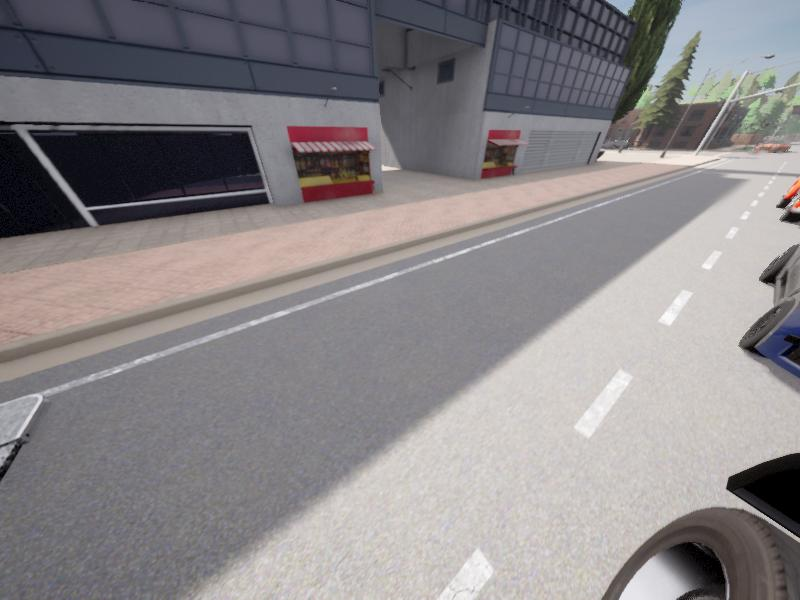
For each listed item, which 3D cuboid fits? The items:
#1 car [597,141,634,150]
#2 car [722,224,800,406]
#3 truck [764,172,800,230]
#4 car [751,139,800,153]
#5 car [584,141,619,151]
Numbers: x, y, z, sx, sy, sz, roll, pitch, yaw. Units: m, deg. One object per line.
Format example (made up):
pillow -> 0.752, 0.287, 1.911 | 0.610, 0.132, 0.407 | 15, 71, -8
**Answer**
car -> 43.052, -31.055, 46.331 | 2.163, 1.488, 4.792 | -22, 41, -28
car -> 6.278, -0.088, 2.540 | 4.611, 1.667, 2.242 | -22, 41, -28
truck -> 13.994, -3.537, 6.697 | 5.204, 2.467, 2.627 | -21, 40, -28
car -> 57.730, -23.734, 35.566 | 4.553, 1.767, 2.097 | -10, 36, -14
car -> 39.558, -30.383, 45.427 | 2.007, 1.525, 4.514 | -22, 41, -28
